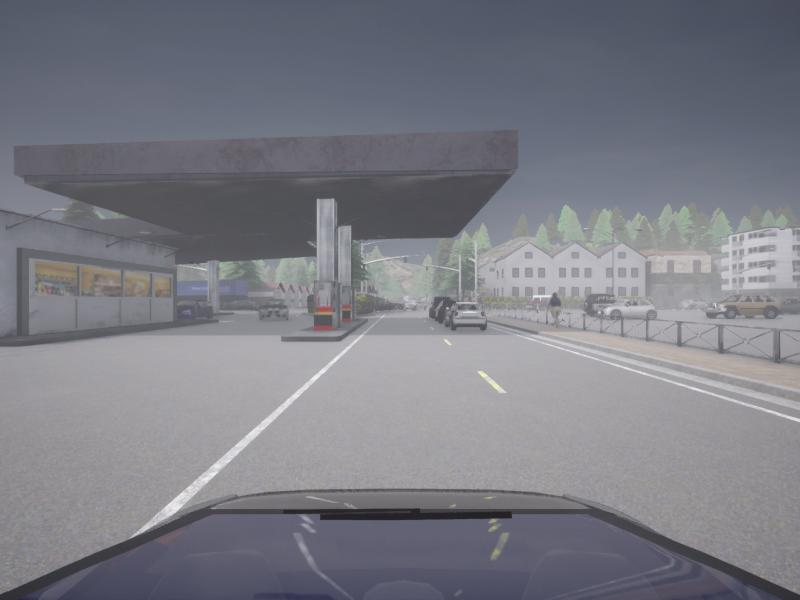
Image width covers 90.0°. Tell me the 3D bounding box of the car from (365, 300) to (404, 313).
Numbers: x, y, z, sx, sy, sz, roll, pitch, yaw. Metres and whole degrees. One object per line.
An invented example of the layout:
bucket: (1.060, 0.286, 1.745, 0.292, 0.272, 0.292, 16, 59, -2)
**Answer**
car: (-1.950, 0.817, 51.346, 4.902, 1.511, 2.128, -1, 0, 0)

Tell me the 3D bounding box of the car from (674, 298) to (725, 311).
car: (38.411, 0.589, 51.382, 5.027, 1.651, 2.152, 0, 0, 0)

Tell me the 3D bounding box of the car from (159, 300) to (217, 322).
car: (-17.145, 0.824, 32.665, 2.242, 1.667, 4.611, 0, 0, 0)

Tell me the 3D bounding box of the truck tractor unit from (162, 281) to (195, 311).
truck tractor unit: (-33.571, -0.587, 60.843, 3.053, 4.208, 6.516, -1, -2, -18)

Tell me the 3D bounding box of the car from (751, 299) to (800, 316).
car: (34.723, 0.641, 35.957, 4.514, 1.523, 2.007, 0, 0, 0)

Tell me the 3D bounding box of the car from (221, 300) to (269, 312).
car: (-19.805, 0.725, 51.236, 5.357, 1.411, 2.033, 1, 2, -1)

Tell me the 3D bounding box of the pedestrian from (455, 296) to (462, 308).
pedestrian: (8.568, 0.293, 58.711, 0.751, 1.860, 0.751, 0, 0, -19)

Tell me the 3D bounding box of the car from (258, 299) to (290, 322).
car: (-9.979, 0.756, 31.941, 2.242, 1.667, 4.611, 0, 0, -15)

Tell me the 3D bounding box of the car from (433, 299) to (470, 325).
car: (3.572, 0.778, 28.533, 2.033, 1.649, 4.856, 0, 0, 0)

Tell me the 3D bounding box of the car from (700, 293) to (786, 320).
car: (24.737, 0.441, 28.980, 4.605, 1.855, 1.932, 0, 0, 0)

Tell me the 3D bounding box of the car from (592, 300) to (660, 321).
car: (16.258, 0.704, 28.912, 3.806, 1.475, 1.970, 0, 0, 0)

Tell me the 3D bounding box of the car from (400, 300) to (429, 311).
car: (2.091, 0.772, 55.884, 1.812, 1.442, 4.674, -1, 0, 34)

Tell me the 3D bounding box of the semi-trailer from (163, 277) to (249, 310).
semi-trailer: (-27.552, -0.802, 56.396, 14.254, 4.402, 2.717, 0, 0, 26)

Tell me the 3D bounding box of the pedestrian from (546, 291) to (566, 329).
pedestrian: (7.803, 0.485, 20.023, 0.751, 1.860, 0.751, 0, 0, 0)

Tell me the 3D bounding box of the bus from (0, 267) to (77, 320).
bus: (-33.989, -0.535, 34.428, 3.944, 4.253, 10.273, 0, 0, 0)

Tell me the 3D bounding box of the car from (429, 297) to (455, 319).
car: (3.589, 0.646, 34.986, 1.905, 1.878, 3.866, 0, 0, 0)

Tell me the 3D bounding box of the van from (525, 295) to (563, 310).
van: (19.682, 0.380, 54.917, 4.480, 2.038, 2.069, 0, 0, -4)

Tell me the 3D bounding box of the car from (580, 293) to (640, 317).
car: (16.857, 0.420, 32.239, 3.866, 1.878, 1.905, 0, 0, 0)

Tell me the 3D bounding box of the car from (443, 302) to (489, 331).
car: (3.559, 0.853, 22.210, 1.970, 1.475, 3.806, 0, 0, 0)

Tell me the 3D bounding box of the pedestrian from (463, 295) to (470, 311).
pedestrian: (7.684, 0.345, 46.075, 0.751, 1.860, 0.751, 0, 0, 12)
